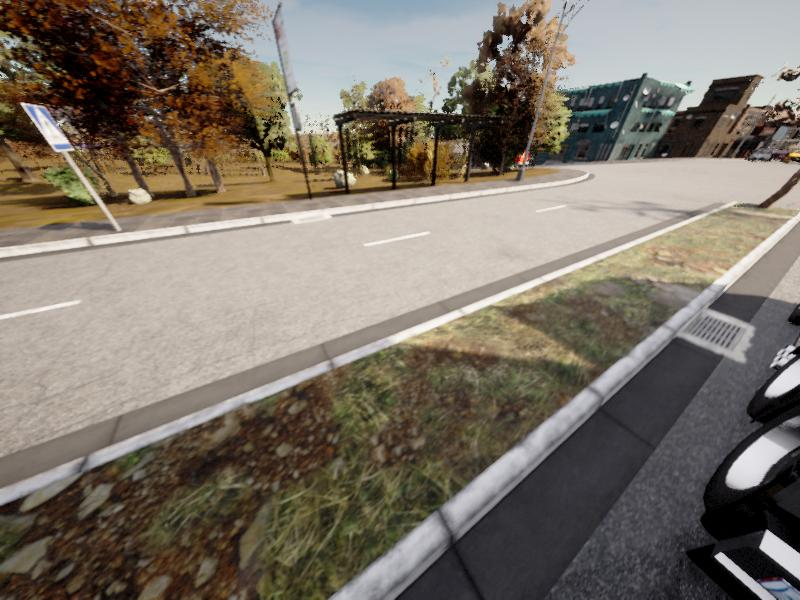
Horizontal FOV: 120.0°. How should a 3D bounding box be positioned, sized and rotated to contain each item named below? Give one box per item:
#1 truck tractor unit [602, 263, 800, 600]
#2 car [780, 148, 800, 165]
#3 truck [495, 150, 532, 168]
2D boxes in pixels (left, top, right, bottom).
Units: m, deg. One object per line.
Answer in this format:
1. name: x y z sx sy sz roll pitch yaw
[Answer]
1. truck tractor unit: 5.117 -0.291 0.794 6.516 4.208 3.053 -18 39 -24
2. car: 47.835 -17.056 27.447 5.008 1.535 1.882 -17 38 -25
3. truck: 20.274 -25.309 41.706 2.627 2.467 5.204 -15 32 -20
